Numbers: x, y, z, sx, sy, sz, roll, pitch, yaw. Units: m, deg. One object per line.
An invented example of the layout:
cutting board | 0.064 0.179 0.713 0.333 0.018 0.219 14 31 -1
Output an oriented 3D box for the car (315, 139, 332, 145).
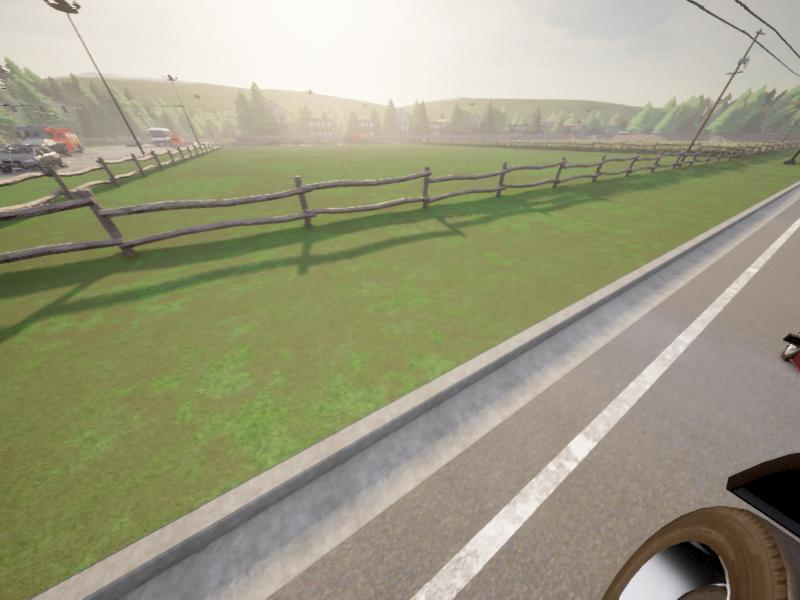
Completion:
car | -25.951 -53.673 78.318 5.008 1.535 1.882 -19 39 -24

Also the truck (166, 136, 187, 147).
truck | -61.356 -43.636 63.499 2.627 2.467 5.204 -18 39 -24

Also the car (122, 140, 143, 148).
car | -72.719 -42.417 62.805 2.152 1.651 5.027 -18 39 -24

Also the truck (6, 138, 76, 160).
truck | -45.515 -19.403 29.600 2.390 2.098 6.274 -21 40 -25

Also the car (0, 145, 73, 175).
car | -29.798 -11.397 18.621 2.242 1.667 4.611 -18 39 -24

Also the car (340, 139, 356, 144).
car | -18.547 -56.133 81.838 4.902 1.511 2.128 -19 39 -24

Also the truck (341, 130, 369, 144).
truck | -15.289 -55.870 79.390 8.468 3.827 2.891 -19 39 -24

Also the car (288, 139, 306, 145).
car | -32.172 -49.208 72.100 4.792 1.488 2.163 -19 39 -24

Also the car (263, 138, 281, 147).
car | -35.390 -43.601 63.869 3.866 1.878 1.905 -19 39 -24

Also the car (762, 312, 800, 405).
car | 6.291 0.277 2.289 4.181 1.385 1.994 -19 39 -24

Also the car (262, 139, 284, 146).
car | -36.647 -45.423 66.641 5.238 1.638 1.930 -19 39 -24

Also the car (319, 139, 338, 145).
car | -22.723 -50.082 73.239 5.366 1.575 1.801 -19 39 -24

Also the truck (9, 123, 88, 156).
truck | -54.798 -25.361 36.537 2.891 3.827 8.468 -18 39 -24

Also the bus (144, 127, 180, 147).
bus | -66.782 -45.908 65.179 3.944 4.253 10.273 -18 39 -24

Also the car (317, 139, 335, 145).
car | -24.178 -51.930 75.855 5.008 1.535 1.882 -19 39 -24
